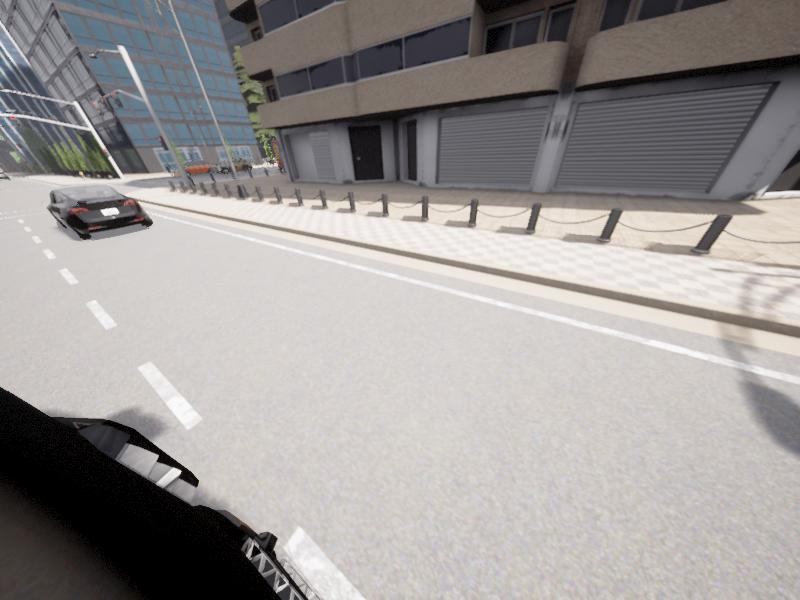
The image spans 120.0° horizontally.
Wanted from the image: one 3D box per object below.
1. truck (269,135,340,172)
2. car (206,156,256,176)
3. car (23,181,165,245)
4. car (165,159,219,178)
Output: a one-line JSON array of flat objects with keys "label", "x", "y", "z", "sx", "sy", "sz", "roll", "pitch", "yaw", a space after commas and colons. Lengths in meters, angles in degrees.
[{"label": "truck", "x": -12.744, "y": -20.444, "z": 32.098, "sx": 2.891, "sy": 3.827, "sz": 8.468, "roll": 18, "pitch": 39, "yaw": 28}, {"label": "car", "x": -22.462, "y": -17.993, "z": 30.920, "sx": 1.932, "sy": 1.855, "sz": 4.605, "roll": 17, "pitch": 39, "yaw": 28}, {"label": "car", "x": -11.640, "y": -3.523, "z": 8.800, "sx": 4.792, "sy": 1.488, "sz": 2.163, "roll": 17, "pitch": 39, "yaw": 27}, {"label": "car", "x": -27.165, "y": -17.295, "z": 30.318, "sx": 2.097, "sy": 1.767, "sz": 4.553, "roll": 18, "pitch": 39, "yaw": 28}]
